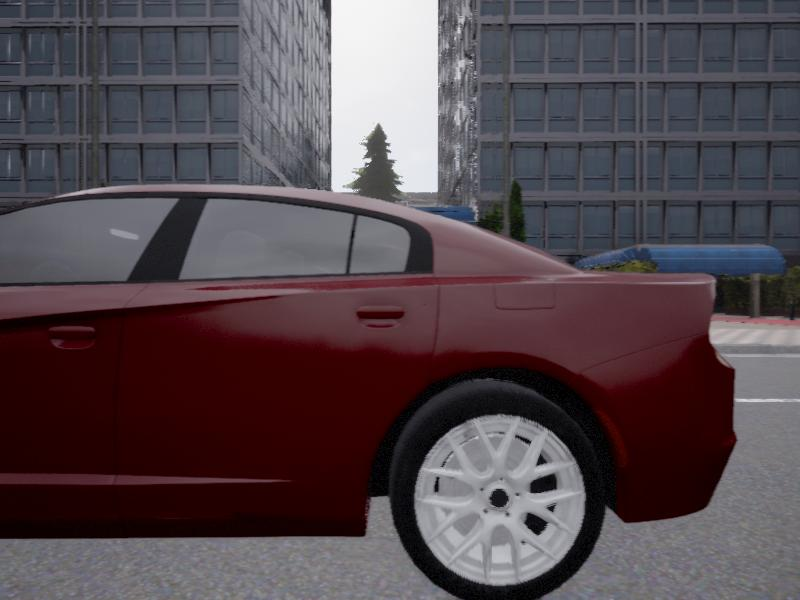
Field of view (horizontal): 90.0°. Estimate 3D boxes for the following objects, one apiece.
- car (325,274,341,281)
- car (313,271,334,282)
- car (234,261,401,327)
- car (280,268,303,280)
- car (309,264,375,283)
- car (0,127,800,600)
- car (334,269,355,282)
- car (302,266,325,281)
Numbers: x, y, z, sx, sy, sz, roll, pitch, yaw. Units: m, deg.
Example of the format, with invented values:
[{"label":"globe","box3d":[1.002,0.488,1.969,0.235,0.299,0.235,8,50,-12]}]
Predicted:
[{"label":"car","box3d":[-2.300,-0.770,13.670,0.653,0.191,0.090,0,0,31]},{"label":"car","box3d":[-3.110,-0.952,16.257,1.022,0.378,0.154,0,0,31]},{"label":"car","box3d":[-3.266,-0.199,15.323,6.274,2.098,2.390,0,0,31]},{"label":"car","box3d":[-4.008,-0.953,14.735,1.022,0.378,0.154,0,0,31]},{"label":"car","box3d":[-2.095,-0.948,14.633,1.642,0.535,1.750,0,0,31]},{"label":"car","box3d":[-1.110,0.222,2.203,5.008,1.535,1.882,0,0,0]},{"label":"car","box3d":[-2.187,-0.941,15.691,0.945,0.468,0.156,0,0,31]},{"label":"car","box3d":[-3.065,-0.941,14.201,0.945,0.468,0.156,0,0,31]}]
